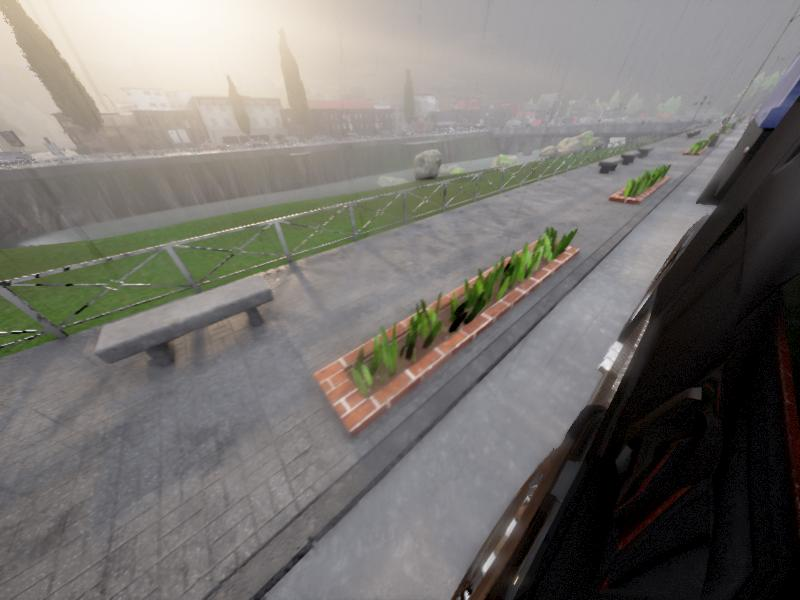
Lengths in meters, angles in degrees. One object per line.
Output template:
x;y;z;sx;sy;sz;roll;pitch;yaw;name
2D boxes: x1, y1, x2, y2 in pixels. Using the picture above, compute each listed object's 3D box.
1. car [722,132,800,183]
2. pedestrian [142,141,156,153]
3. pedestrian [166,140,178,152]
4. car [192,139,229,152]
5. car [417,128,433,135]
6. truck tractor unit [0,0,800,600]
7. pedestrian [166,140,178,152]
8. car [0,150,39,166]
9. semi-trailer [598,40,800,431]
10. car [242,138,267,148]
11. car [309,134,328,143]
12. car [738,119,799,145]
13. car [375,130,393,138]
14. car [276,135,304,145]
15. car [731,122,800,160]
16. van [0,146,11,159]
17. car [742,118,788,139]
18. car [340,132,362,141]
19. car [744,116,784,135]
15.661;-6.078;9.652;4.181;1.385;1.994;-28;44;-30;car
-45.334;-27.627;41.718;0.751;1.860;0.751;-12;38;-12;pedestrian
-42.182;-28.549;42.748;0.751;1.860;0.751;27;46;34;pedestrian
-36.384;-29.739;44.383;5.027;1.651;2.152;-28;44;-30;car
8.033;-53.488;73.357;5.008;1.535;1.882;-28;44;-30;car
2.645;-0.295;0.351;6.516;4.208;3.053;-28;44;-30;truck tractor unit
-42.584;-28.802;43.112;0.751;1.860;0.751;-21;40;-23;pedestrian
-54.980;-19.638;32.066;4.856;1.649;2.033;-31;45;-33;car
8.691;-3.611;4.234;14.254;4.402;2.717;-28;44;-30;semi-trailer
-30.380;-32.895;48.338;3.806;1.475;1.970;-28;44;-30;car
-19.525;-38.707;55.412;3.806;1.475;1.970;-28;44;-30;car
29.763;-13.699;18.786;4.514;1.525;2.007;-28;44;-30;car
-4.512;-46.816;65.150;4.856;1.649;2.033;-28;44;-30;car
-24.700;-36.005;51.994;5.238;1.638;1.930;-28;44;-30;car
21.837;-9.459;13.625;4.514;1.525;2.007;-28;44;-30;car
-86.933;-31.464;49.121;1.988;2.561;5.915;-28;44;-30;van
35.811;-16.915;22.741;4.193;1.474;1.816;-28;44;-30;car
-12.656;-42.451;59.841;5.238;1.638;1.930;-28;44;-30;car
40.953;-19.690;26.075;3.633;1.501;1.845;-28;44;-30;car
